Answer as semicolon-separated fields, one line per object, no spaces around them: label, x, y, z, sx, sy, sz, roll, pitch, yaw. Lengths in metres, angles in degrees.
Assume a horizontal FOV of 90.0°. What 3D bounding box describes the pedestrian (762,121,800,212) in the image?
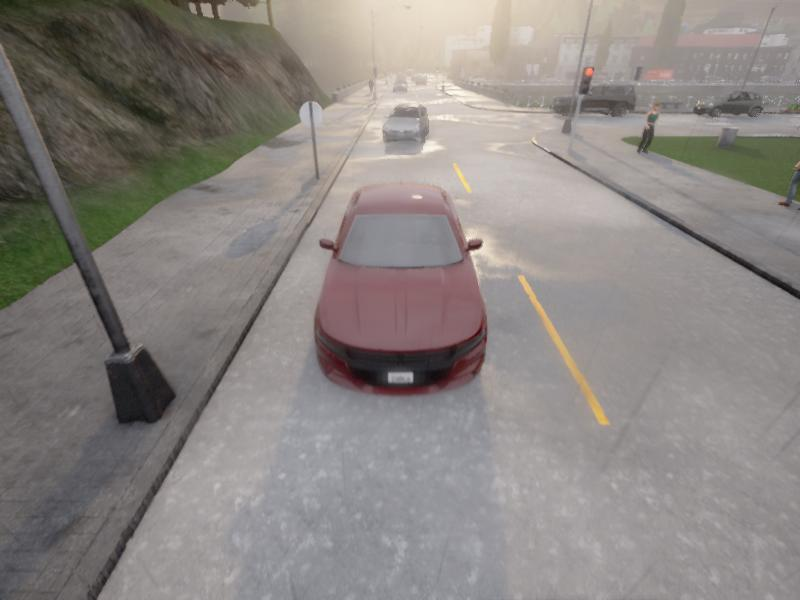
pedestrian;9.377;-3.039;9.154;0.751;1.860;0.751;0;30;1

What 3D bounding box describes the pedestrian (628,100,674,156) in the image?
pedestrian;9.340;-6.415;14.945;0.751;1.860;0.751;3;30;5

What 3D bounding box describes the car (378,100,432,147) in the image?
car;0.351;-8.563;19.210;2.007;1.525;4.514;4;30;7

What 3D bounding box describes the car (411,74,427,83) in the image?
car;4.171;-49.710;89.686;2.152;1.651;5.027;-9;31;-14

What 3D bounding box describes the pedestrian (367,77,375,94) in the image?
pedestrian;-3.587;-26.335;49.103;0.751;1.860;0.751;-10;32;-16

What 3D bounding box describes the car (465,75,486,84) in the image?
car;15.909;-46.782;84.684;3.988;1.617;1.851;0;30;0

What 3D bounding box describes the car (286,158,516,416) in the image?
car;0.012;-0.763;5.821;1.882;1.535;5.008;0;31;0

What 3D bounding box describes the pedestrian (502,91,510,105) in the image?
pedestrian;9.302;-17.759;35.136;0.500;1.100;0.500;5;31;8

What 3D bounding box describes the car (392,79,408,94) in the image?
car;0.010;-28.954;54.171;2.038;1.542;4.974;0;31;0

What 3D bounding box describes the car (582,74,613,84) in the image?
car;41.737;-46.793;84.679;5.238;1.638;1.930;0;30;0

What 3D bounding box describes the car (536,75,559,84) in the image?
car;31.137;-46.778;84.684;3.988;1.617;1.851;0;30;0

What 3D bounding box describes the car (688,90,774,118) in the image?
car;23.012;-13.711;27.968;3.988;1.617;1.851;0;30;0

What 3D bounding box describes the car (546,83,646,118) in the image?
car;13.498;-13.916;27.877;5.566;2.045;2.150;0;30;0

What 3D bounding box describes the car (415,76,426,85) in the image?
car;4.003;-42.836;78.150;1.994;1.385;4.181;0;30;0
